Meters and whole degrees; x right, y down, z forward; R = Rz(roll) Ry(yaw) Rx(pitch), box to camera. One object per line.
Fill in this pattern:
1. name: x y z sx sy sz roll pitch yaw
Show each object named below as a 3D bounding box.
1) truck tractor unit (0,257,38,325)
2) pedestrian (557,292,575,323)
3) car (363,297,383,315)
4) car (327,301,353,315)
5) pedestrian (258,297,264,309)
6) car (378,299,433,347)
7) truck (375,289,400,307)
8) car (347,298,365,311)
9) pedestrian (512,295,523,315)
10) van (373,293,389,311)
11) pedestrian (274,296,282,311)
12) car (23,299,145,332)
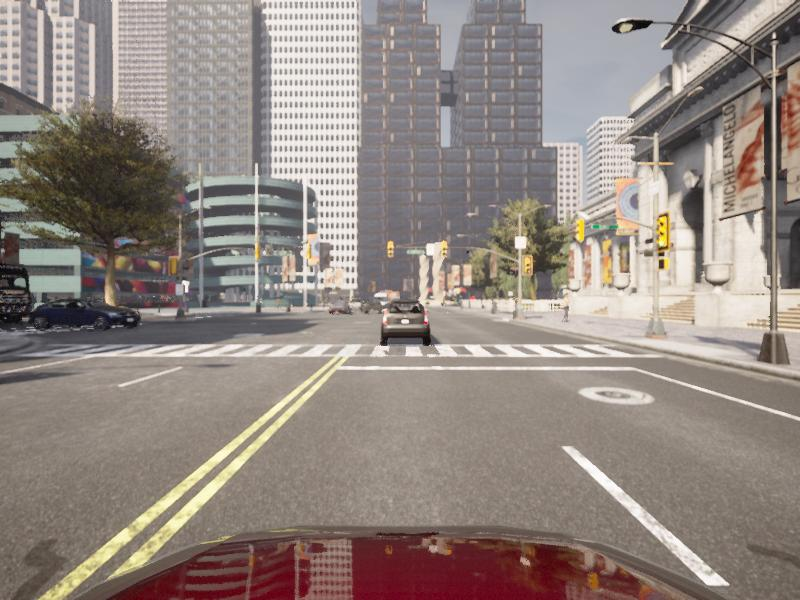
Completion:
1. truck tractor unit: -27.970 -0.541 25.870 6.516 4.208 3.053 0 0 3
2. pedestrian: 10.340 0.464 24.889 0.751 1.860 0.751 0 0 -8
3. car: -2.885 0.611 43.545 1.905 1.878 3.866 0 0 1
4. car: -6.393 0.859 43.244 2.033 1.411 5.357 0 0 1
5. pedestrian: -20.257 0.438 58.295 0.751 1.860 0.751 0 0 -11
6. car: 0.217 0.775 15.457 1.851 1.617 3.988 0 0 1
7. truck: -2.917 -0.396 90.539 2.891 3.827 8.468 0 0 -22
8. car: -6.208 0.607 57.157 1.932 1.855 4.605 0 0 1
9. pedestrian: 10.770 0.454 36.668 0.751 1.860 0.751 0 0 0
10. van: -2.688 0.274 57.851 1.988 2.561 5.915 0 0 1
11. pedestrian: -15.137 0.444 49.608 0.751 1.860 0.751 0 0 18
12. car: -16.735 0.764 21.341 5.027 1.651 2.152 0 0 5
